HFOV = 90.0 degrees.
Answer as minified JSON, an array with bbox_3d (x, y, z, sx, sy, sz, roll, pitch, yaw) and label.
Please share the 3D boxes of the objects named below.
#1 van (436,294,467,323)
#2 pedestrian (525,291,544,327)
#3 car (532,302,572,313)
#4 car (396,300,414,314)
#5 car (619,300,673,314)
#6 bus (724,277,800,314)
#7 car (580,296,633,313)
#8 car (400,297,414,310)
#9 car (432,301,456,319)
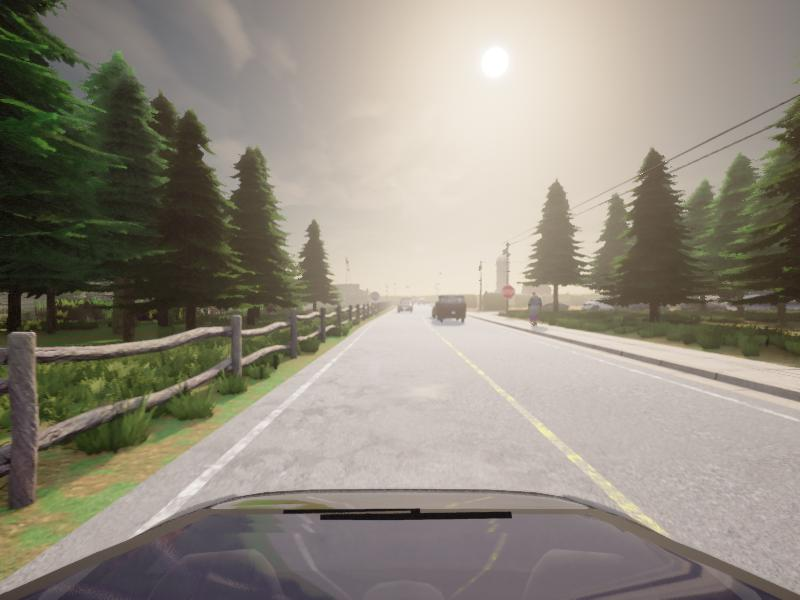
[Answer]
[{"bbox_3d":[3.627,0.578,29.029,1.775,1.987,4.442,0,0,1],"label":"van"},{"bbox_3d":[7.151,0.471,21.287,0.751,1.860,0.751,0,0,-1],"label":"pedestrian"},{"bbox_3d":[18.958,0.913,50.082,4.181,1.385,1.994,0,0,-2],"label":"car"},{"bbox_3d":[0.626,0.814,48.126,2.128,1.511,4.902,0,0,2],"label":"car"},{"bbox_3d":[28.662,0.788,46.786,5.027,1.651,2.152,0,0,-1],"label":"car"},{"bbox_3d":[44.892,-0.527,47.213,10.273,4.253,3.944,0,0,-1],"label":"bus"},{"bbox_3d":[25.849,0.575,50.211,5.566,2.045,2.150,0,0,-1],"label":"car"},{"bbox_3d":[1.090,0.536,64.562,2.150,2.045,5.566,0,0,2],"label":"car"},{"bbox_3d":[3.795,0.822,35.253,1.837,1.490,4.892,0,0,3],"label":"car"}]
